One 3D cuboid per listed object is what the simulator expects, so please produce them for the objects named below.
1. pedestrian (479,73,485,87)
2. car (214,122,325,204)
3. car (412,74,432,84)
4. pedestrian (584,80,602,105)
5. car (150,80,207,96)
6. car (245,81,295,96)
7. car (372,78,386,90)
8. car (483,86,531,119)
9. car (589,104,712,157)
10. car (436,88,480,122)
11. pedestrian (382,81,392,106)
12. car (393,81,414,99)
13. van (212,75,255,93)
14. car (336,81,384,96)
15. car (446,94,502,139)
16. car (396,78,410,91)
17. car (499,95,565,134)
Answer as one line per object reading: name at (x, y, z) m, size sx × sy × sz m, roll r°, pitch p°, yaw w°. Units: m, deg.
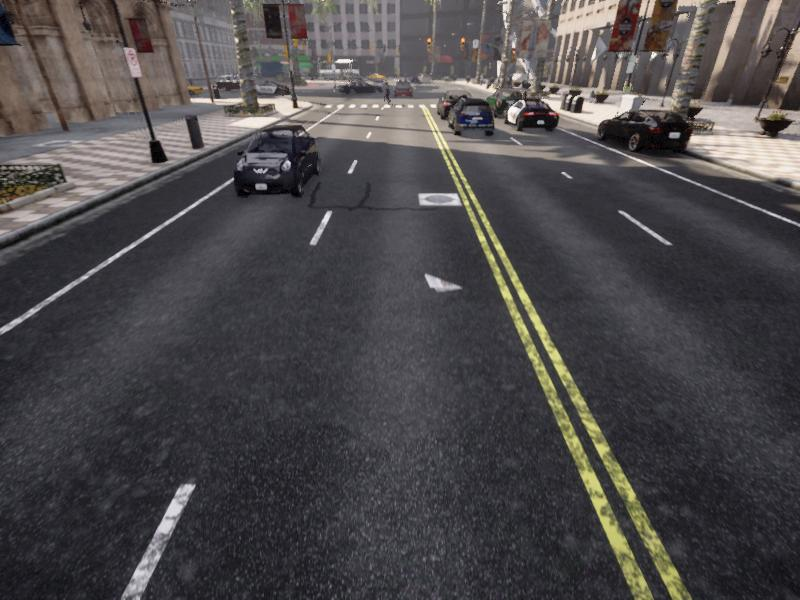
pedestrian at (12.858, -34.631, 62.999) m, size 0.751 × 1.860 × 0.751 m, roll 6°, pitch 31°, yaw 10°
car at (-3.421, -4.007, 11.327) m, size 1.845 × 1.501 × 3.633 m, roll 0°, pitch 30°, yaw 1°
car at (4.401, -45.154, 81.511) m, size 2.242 × 1.667 × 4.611 m, roll -11°, pitch 32°, yaw -18°
pedestrian at (16.215, -17.420, 33.589) m, size 0.751 × 1.860 × 0.751 m, roll 1°, pitch 30°, yaw 1°
car at (-25.702, -24.633, 46.502) m, size 5.366 × 1.575 × 1.801 m, roll 0°, pitch 30°, yaw 0°
car at (-15.023, -24.586, 46.484) m, size 4.974 × 1.542 × 2.038 m, roll 0°, pitch 30°, yaw 0°
car at (-3.008, -31.547, 58.390) m, size 1.845 × 1.501 × 3.633 m, roll 0°, pitch 30°, yaw 0°
car at (7.252, -13.767, 27.753) m, size 2.097 × 1.767 × 4.553 m, roll 0°, pitch 30°, yaw 0°
car at (10.338, -7.349, 17.101) m, size 2.163 × 1.488 × 4.792 m, roll 0°, pitch 30°, yaw 0°
car at (3.744, -13.134, 26.790) m, size 2.242 × 1.667 × 4.611 m, roll 0°, pitch 30°, yaw 0°
pedestrian at (-1.121, -17.881, 34.662) m, size 0.751 × 1.860 × 0.751 m, roll -2°, pitch 30°, yaw -4°
car at (0.413, -23.310, 44.364) m, size 2.163 × 1.488 × 4.792 m, roll 0°, pitch 30°, yaw 0°
van at (-21.724, -28.367, 52.433) m, size 4.480 × 2.038 × 2.069 m, roll 0°, pitch 30°, yaw 1°
car at (-4.832, -25.649, 48.444) m, size 5.357 × 1.411 × 2.033 m, roll -13°, pitch 33°, yaw -21°
car at (3.686, -9.663, 20.902) m, size 2.033 × 1.649 × 4.856 m, roll 0°, pitch 30°, yaw 0°
car at (0.481, -31.439, 58.260) m, size 1.970 × 1.475 × 3.806 m, roll 0°, pitch 30°, yaw 0°
car at (7.201, -10.487, 22.409) m, size 2.038 × 1.542 × 4.974 m, roll 0°, pitch 30°, yaw 0°
